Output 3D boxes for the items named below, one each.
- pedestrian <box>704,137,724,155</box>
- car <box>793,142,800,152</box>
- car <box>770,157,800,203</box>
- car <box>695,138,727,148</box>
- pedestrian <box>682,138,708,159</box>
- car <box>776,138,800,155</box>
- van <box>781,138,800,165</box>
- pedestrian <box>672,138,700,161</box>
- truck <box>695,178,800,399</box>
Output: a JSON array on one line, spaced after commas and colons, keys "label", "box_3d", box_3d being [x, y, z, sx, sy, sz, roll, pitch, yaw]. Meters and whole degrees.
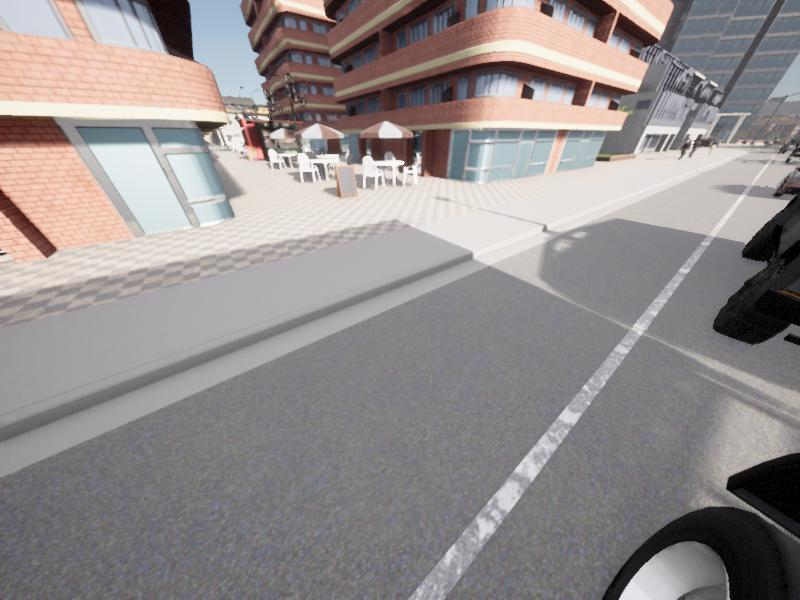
[{"label": "pedestrian", "box_3d": [41.107, -20.136, 30.226, 0.751, 1.860, 0.751, -26, 42, -31]}, {"label": "car", "box_3d": [65.282, -24.068, 36.371, 1.895, 1.301, 4.718, 23, 41, 29]}, {"label": "car", "box_3d": [18.162, -5.138, 9.858, 4.181, 1.385, 1.994, -23, 41, -29]}, {"label": "car", "box_3d": [69.178, -35.101, 51.523, 1.932, 1.855, 4.605, 12, 37, 17]}, {"label": "pedestrian", "box_3d": [31.396, -16.119, 24.606, 0.751, 1.860, 0.751, -17, 38, -22]}, {"label": "car", "box_3d": [56.002, -21.740, 32.650, 4.605, 1.855, 1.932, -28, 43, -34]}, {"label": "van", "box_3d": [38.497, -14.020, 21.703, 4.480, 2.038, 2.069, -23, 41, -29]}, {"label": "pedestrian", "box_3d": [28.096, -14.780, 22.733, 0.751, 1.860, 0.751, -13, 37, -18]}, {"label": "truck", "box_3d": [6.944, -0.696, 3.018, 6.274, 2.098, 2.390, -23, 41, -29]}]
